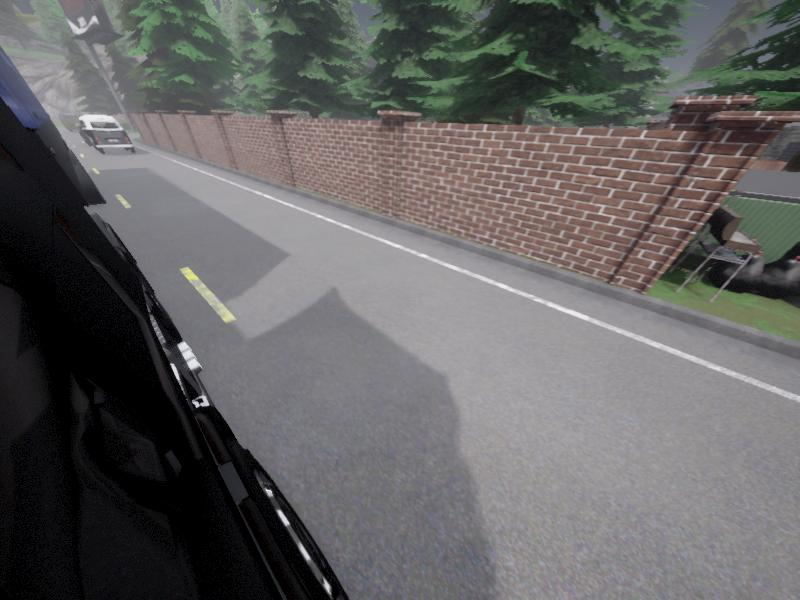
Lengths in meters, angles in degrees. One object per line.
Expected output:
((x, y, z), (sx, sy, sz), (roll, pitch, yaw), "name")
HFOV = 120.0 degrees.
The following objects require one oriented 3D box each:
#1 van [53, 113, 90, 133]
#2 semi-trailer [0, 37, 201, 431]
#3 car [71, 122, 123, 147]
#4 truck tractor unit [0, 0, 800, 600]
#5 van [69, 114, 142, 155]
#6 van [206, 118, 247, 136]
((-44.673, -24.144, 31.443), (4.442, 1.987, 1.775), (25, 42, 27), "van")
((-8.666, -3.627, 4.260), (14.254, 4.402, 2.717), (29, 44, 30), "semi-trailer")
((-25.672, -14.043, 19.564), (4.892, 1.490, 1.837), (28, 43, 30), "car")
((-2.645, -0.295, 0.351), (6.516, 4.208, 3.053), (28, 44, 30), "truck tractor unit")
((-20.295, -11.429, 15.945), (4.480, 2.038, 2.069), (27, 43, 30), "van")
((-27.776, -27.745, 37.099), (2.069, 2.038, 4.480), (27, 43, 29), "van")
